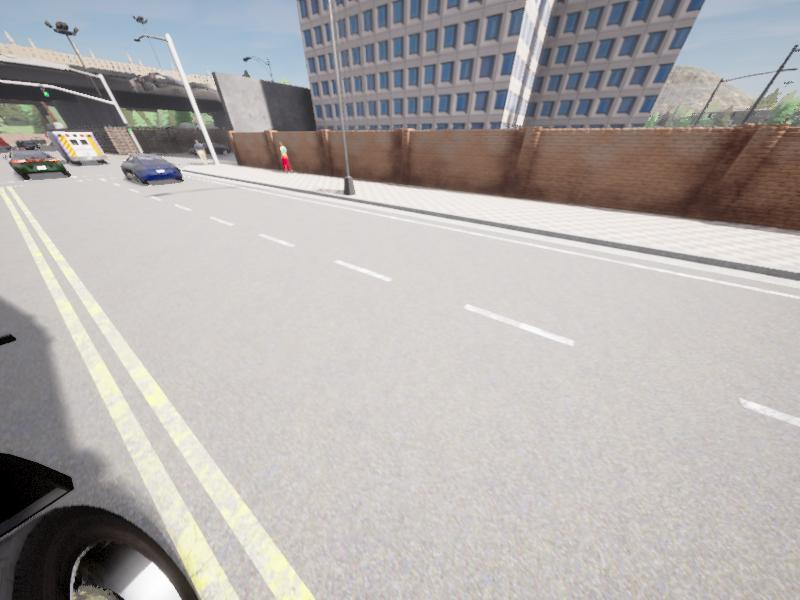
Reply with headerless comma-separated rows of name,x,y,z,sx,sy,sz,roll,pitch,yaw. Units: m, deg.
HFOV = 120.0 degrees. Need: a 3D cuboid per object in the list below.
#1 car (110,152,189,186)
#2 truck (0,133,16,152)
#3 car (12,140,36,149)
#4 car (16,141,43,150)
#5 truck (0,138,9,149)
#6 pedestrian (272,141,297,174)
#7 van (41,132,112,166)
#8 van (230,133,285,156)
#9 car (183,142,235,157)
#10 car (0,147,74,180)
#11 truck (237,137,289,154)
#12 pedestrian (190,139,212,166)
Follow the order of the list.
car,-15.028,-7.940,13.860,4.181,1.385,1.994,23,41,28
truck,-67.491,-26.250,38.424,5.204,2.467,2.627,21,40,27
car,-76.974,-31.900,47.298,3.806,1.475,1.970,21,40,27
car,-68.853,-28.755,42.907,4.181,1.385,1.994,21,40,27
truck,-79.044,-30.572,44.777,6.274,2.098,2.390,21,40,27
pedestrian,-7.749,-9.603,15.551,0.751,1.860,0.751,22,40,27
van,-30.770,-14.461,21.998,6.366,2.431,2.351,21,40,27
van,-19.957,-22.013,32.677,1.988,2.561,5.915,21,40,27
car,-25.644,-20.358,31.185,1.837,1.490,4.892,22,41,28
car,-24.098,-9.087,15.214,4.974,1.542,2.038,21,40,27
truck,-21.306,-24.301,36.295,2.390,2.098,6.274,21,40,27
pedestrian,-16.468,-12.221,19.149,0.751,1.860,0.751,-23,41,-29
